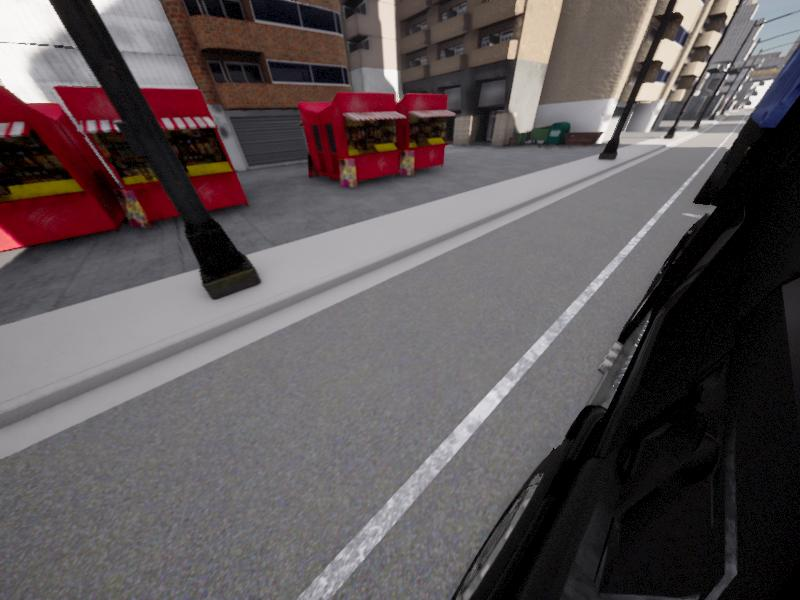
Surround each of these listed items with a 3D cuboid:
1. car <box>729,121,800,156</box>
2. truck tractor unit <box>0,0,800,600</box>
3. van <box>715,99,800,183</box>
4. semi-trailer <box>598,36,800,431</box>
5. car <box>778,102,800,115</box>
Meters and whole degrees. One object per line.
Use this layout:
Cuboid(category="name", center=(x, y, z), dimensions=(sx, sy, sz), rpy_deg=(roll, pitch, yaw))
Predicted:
Cuboid(category="car", center=(23.243, -10.279, 14.637), dimensions=(4.902, 1.511, 2.128), rpy_deg=(-28, 44, -30))
Cuboid(category="truck tractor unit", center=(2.645, -0.295, 0.351), dimensions=(6.516, 4.208, 3.053), rpy_deg=(-28, 44, -30))
Cuboid(category="van", center=(16.444, -6.983, 9.901), dimensions=(6.366, 2.431, 2.351), rpy_deg=(-29, 44, -30))
Cuboid(category="semi-trailer", center=(8.659, -3.634, 4.261), dimensions=(14.254, 4.402, 2.717), rpy_deg=(-29, 44, -30))
Cuboid(category="car", center=(77.163, -37.701, 45.482), dimensions=(4.611, 1.667, 2.242), rpy_deg=(-30, 45, -29))
